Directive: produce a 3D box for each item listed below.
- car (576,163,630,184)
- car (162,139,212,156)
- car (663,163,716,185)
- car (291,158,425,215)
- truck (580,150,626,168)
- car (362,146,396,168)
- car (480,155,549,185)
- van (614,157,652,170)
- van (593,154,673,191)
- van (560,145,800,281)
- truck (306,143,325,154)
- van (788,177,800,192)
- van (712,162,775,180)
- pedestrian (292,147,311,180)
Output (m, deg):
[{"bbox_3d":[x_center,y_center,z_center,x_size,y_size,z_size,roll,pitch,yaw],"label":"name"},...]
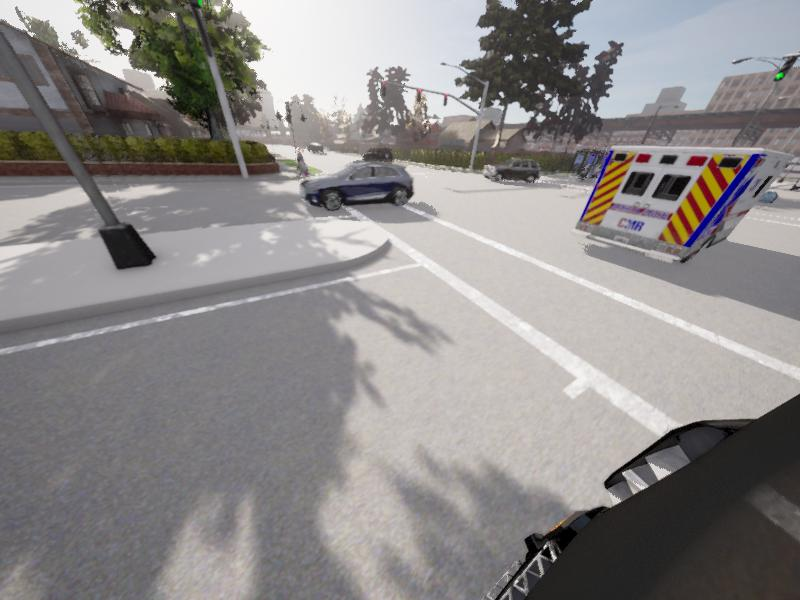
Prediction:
[{"bbox_3d":[21.511,-13.491,24.545,5.027,1.651,2.152,-16,38,-26],"label":"car"},{"bbox_3d":[-24.547,-17.719,26.819,3.806,1.475,1.970,-15,38,-25],"label":"car"},{"bbox_3d":[34.381,-15.012,27.469,5.566,2.045,2.150,-15,38,-26],"label":"car"},{"bbox_3d":[-1.616,-4.856,9.694,4.856,1.649,2.033,-15,38,-26],"label":"car"},{"bbox_3d":[57.588,-40.347,65.879,2.891,3.827,8.468,-15,38,-25],"label":"truck"},{"bbox_3d":[-2.871,-18.597,29.949,2.150,2.045,5.566,-15,38,-25],"label":"car"},{"bbox_3d":[9.638,-11.101,19.780,4.605,1.855,1.932,-1,36,-8],"label":"car"},{"bbox_3d":[58.834,-34.572,58.411,1.988,2.561,5.915,-15,38,-25],"label":"van"},{"bbox_3d":[20.733,-11.386,20.577,6.366,2.431,2.351,-15,38,-26],"label":"van"},{"bbox_3d":[8.058,-2.788,6.609,6.366,2.431,2.351,-15,38,-26],"label":"van"},{"bbox_3d":[-19.875,-35.577,54.185,2.390,2.098,6.274,-16,38,-26],"label":"truck"},{"bbox_3d":[46.496,-13.493,25.678,5.915,2.561,1.988,-15,38,-26],"label":"van"},{"bbox_3d":[67.568,-25.595,45.686,2.351,2.431,6.366,-15,38,-25],"label":"van"},{"bbox_3d":[-6.613,-9.176,15.566,0.751,1.860,0.751,-4,34,-11],"label":"pedestrian"}]
